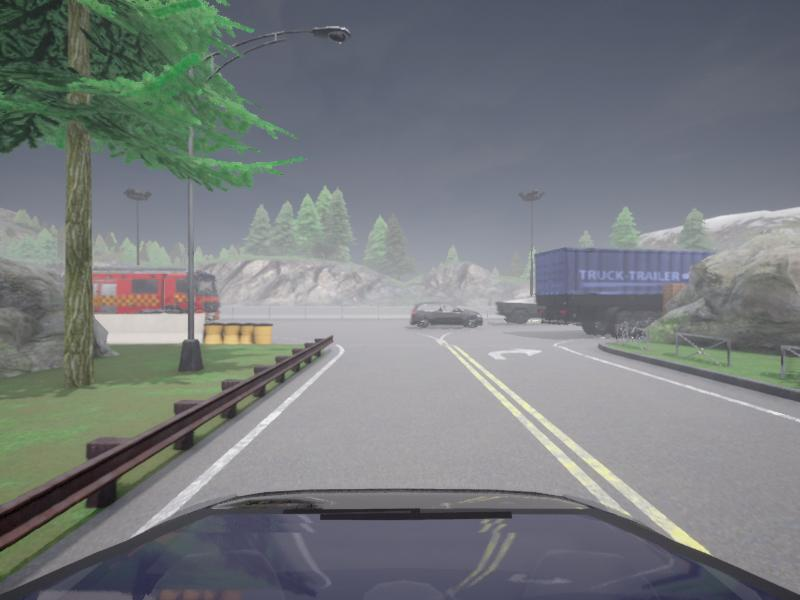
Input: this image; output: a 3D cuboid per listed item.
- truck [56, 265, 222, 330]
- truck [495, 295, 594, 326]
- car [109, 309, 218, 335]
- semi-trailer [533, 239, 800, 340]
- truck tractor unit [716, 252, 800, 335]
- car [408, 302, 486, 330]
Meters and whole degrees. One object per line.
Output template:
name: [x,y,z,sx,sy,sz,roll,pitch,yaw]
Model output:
truck: [-16.002,-0.136,25.020,8.468,3.827,2.891,0,0,0]
truck: [10.228,0.727,28.760,6.274,2.098,2.390,0,0,-1]
car: [-12.625,1.130,21.555,4.718,1.301,1.895,0,0,-1]
semi-trailer: [13.919,-0.437,20.384,14.254,4.402,2.717,0,0,-13]
truck tractor unit: [21.681,-0.338,21.794,6.516,4.208,3.053,0,0,-2]
car: [2.853,0.942,25.194,4.611,1.667,2.242,0,0,-1]
